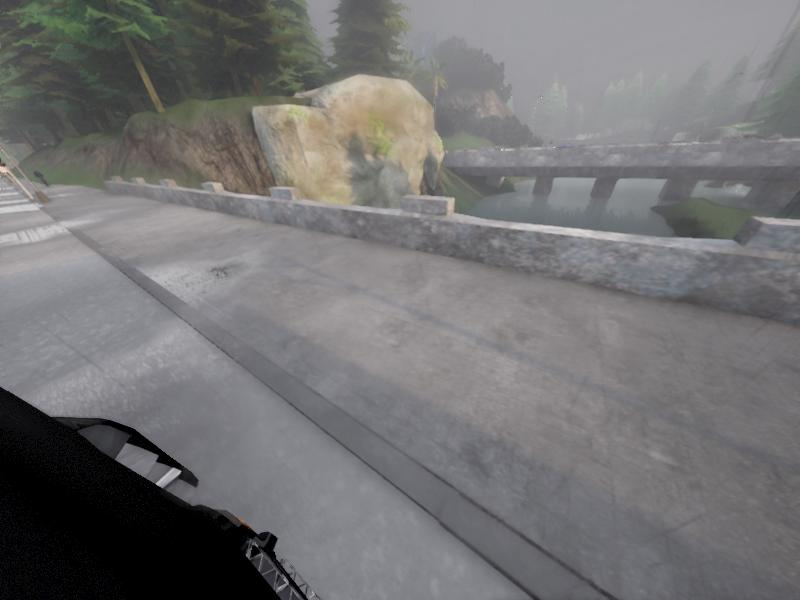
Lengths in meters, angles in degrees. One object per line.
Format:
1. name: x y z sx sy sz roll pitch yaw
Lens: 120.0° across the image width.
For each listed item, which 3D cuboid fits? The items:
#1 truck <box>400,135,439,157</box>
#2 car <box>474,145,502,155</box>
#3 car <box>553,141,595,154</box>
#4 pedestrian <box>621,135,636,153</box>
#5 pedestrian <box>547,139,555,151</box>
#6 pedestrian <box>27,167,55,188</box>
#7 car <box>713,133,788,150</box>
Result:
1. truck: 4.424 -35.263 53.028 8.468 3.827 2.891 18 39 28
2. car: 17.648 -30.055 46.326 4.674 1.442 1.812 18 39 28
3. car: 27.598 -24.267 36.776 5.008 1.535 1.882 18 39 28
4. pedestrian: 29.914 -20.375 30.234 0.751 1.860 0.751 22 41 32
5. pedestrian: 29.314 -30.148 44.939 0.751 1.860 0.751 17 39 28
6. pedestrian: -38.213 -13.047 24.598 0.751 1.860 0.751 19 40 29
7. car: 42.682 -19.426 28.339 4.514 1.525 2.007 18 39 28
